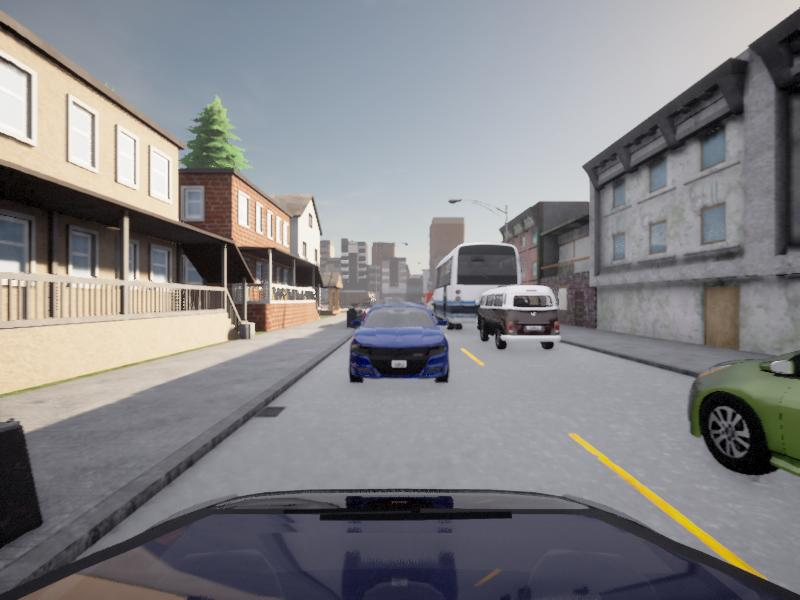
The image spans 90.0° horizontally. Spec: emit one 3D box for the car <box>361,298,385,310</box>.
[{"bbox_3d":[-4.485,0.638,66.827,3.866,1.878,1.905,0,0,-5],"label":"car"}]

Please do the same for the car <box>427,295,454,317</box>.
[{"bbox_3d":[3.953,0.563,40.365,2.150,2.045,5.566,0,0,0],"label":"car"}]

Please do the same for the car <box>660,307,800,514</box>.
[{"bbox_3d":[3.978,0.826,2.298,2.007,1.525,4.514,0,0,0],"label":"car"}]

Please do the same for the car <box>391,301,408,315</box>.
[{"bbox_3d":[-0.082,0.849,44.111,1.816,1.474,4.193,0,0,0],"label":"car"}]

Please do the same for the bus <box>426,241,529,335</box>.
[{"bbox_3d":[3.839,-0.537,23.156,3.944,4.253,10.273,0,0,0],"label":"bus"}]

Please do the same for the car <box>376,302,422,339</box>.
[{"bbox_3d":[-0.032,0.842,18.580,1.837,1.490,4.892,0,0,0],"label":"car"}]

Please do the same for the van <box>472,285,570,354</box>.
[{"bbox_3d":[3.976,0.570,14.042,2.069,2.038,4.480,0,0,0],"label":"van"}]

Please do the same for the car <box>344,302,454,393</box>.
[{"bbox_3d":[-0.018,0.822,9.306,1.882,1.535,5.008,0,0,0],"label":"car"}]
